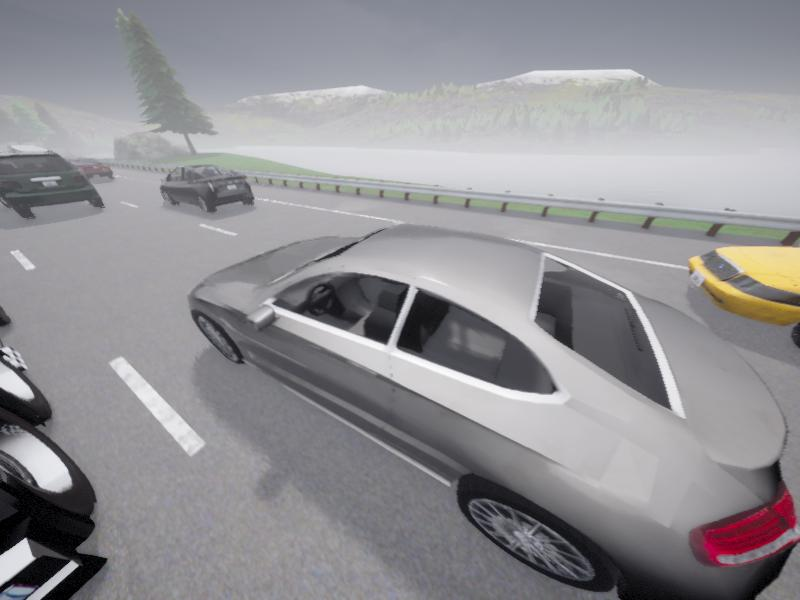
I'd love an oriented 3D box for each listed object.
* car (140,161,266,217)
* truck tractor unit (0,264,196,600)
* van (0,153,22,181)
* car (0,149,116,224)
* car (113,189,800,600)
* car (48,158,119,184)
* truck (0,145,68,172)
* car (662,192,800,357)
[{"bbox_3d":[-8.205,-4.787,9.675,4.514,1.525,2.007,18,39,24],"label":"car"},{"bbox_3d":[-5.113,-0.294,0.793,6.516,4.208,3.053,18,39,24],"label":"truck tractor unit"},{"bbox_3d":[-31.425,-10.201,17.291,4.480,2.038,2.069,18,39,24],"label":"van"},{"bbox_3d":[-14.604,-4.765,9.265,5.566,2.045,2.150,18,39,24],"label":"car"},{"bbox_3d":[-0.090,0.103,2.456,5.027,1.651,2.152,18,39,24],"label":"car"},{"bbox_3d":[-23.064,-9.498,16.833,4.718,1.301,1.895,18,39,24],"label":"car"},{"bbox_3d":[-36.940,-14.313,23.224,6.274,2.098,2.390,18,39,24],"label":"truck"},{"bbox_3d":[7.058,0.126,2.375,5.366,1.575,1.801,18,39,24],"label":"car"}]
